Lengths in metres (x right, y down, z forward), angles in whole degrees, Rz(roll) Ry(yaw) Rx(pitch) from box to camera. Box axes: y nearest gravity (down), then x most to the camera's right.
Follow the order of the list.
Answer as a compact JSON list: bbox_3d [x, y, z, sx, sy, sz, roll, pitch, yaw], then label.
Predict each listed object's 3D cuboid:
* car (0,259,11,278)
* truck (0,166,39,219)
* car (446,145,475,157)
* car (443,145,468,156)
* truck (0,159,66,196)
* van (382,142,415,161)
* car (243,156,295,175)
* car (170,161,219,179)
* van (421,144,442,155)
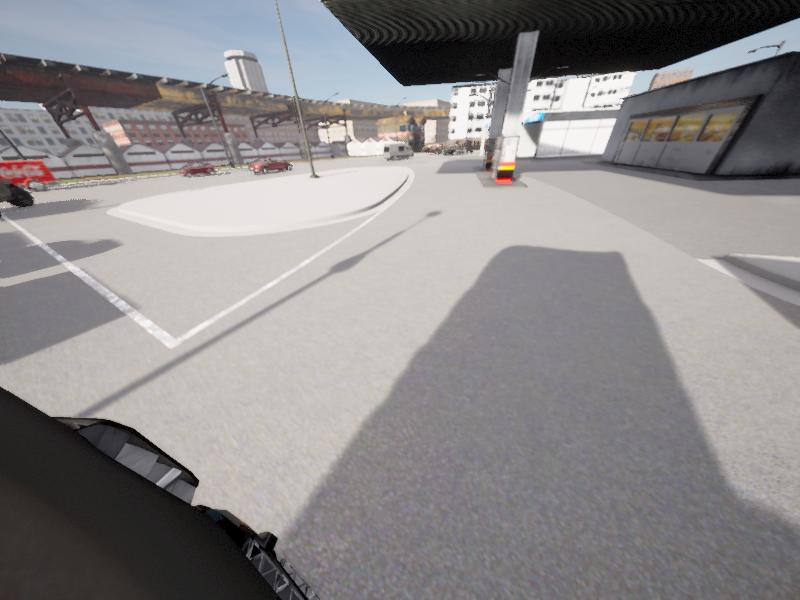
[{"bbox_3d":[-11.229,-1.200,5.160,3.633,1.501,1.845,16,38,26],"label":"car"},{"bbox_3d":[-21.764,-5.203,11.410,2.390,2.098,6.274,-29,41,-31],"label":"truck"},{"bbox_3d":[12.013,-29.775,46.106,5.238,1.638,1.930,-10,34,-10],"label":"car"},{"bbox_3d":[11.652,-31.684,48.852,4.553,1.767,2.097,-10,34,-10],"label":"car"},{"bbox_3d":[-34.302,-10.580,20.047,2.627,2.467,5.204,16,38,26],"label":"truck"},{"bbox_3d":[-0.118,-26.424,41.175,5.915,2.561,1.988,-27,41,-32],"label":"van"},{"bbox_3d":[-16.039,-16.704,28.630,2.152,1.651,5.027,16,38,26],"label":"car"},{"bbox_3d":[-24.730,-15.777,27.950,1.789,1.549,3.705,16,38,26],"label":"car"},{"bbox_3d":[7.792,-37.282,57.296,4.480,2.038,2.069,-10,34,-11],"label":"van"}]
